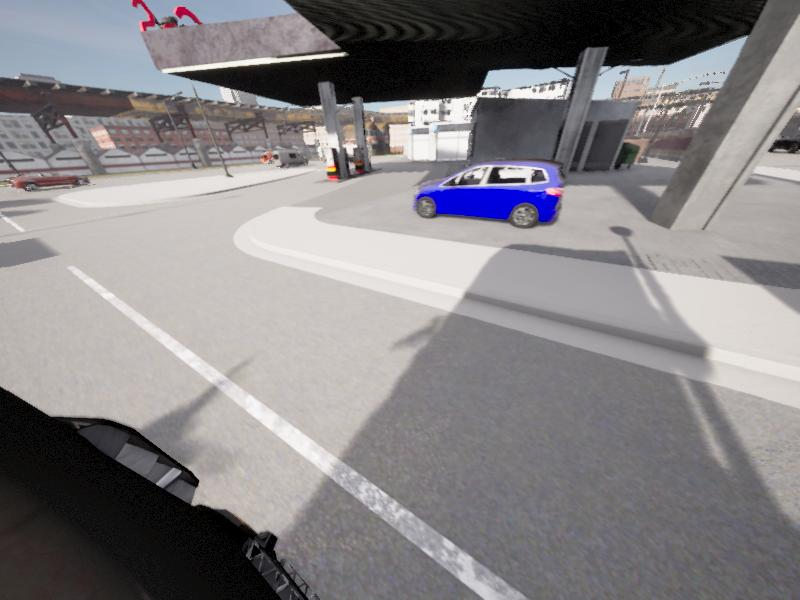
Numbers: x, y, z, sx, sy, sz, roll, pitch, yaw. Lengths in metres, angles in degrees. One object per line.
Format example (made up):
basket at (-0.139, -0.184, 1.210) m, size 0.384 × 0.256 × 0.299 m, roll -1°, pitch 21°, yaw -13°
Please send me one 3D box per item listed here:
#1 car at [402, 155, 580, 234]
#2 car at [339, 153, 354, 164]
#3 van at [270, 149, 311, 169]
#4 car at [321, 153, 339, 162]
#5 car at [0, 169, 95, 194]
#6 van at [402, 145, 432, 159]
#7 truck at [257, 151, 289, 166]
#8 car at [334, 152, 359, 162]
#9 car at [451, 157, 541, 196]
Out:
car at (2.636, -3.554, 7.430) m, size 4.611 × 1.667 × 2.242 m, roll 16°, pitch 38°, yaw 26°
car at (-10.269, -27.498, 44.830) m, size 1.930 × 1.638 × 5.238 m, roll -3°, pitch 34°, yaw -1°
van at (-19.133, -24.902, 40.736) m, size 1.988 × 2.561 × 5.915 m, roll 18°, pitch 39°, yaw 28°
car at (-16.881, -34.369, 55.770) m, size 3.705 × 1.549 × 1.789 m, roll -23°, pitch 39°, yaw -28°
car at (-35.850, -12.281, 23.692) m, size 2.152 × 1.651 × 5.027 m, roll 14°, pitch 37°, yaw 24°
van at (3.892, -33.682, 52.440) m, size 6.366 × 2.431 × 2.351 m, roll -6°, pitch 33°, yaw -6°
truck at (-28.004, -31.275, 51.069) m, size 2.627 × 2.467 × 5.204 m, roll 22°, pitch 41°, yaw 34°
car at (-11.814, -31.715, 51.180) m, size 4.553 × 1.767 × 2.097 m, roll -23°, pitch 39°, yaw -28°
car at (4.855, -6.447, 11.937) m, size 3.806 × 1.475 × 1.970 m, roll 16°, pitch 38°, yaw 26°
